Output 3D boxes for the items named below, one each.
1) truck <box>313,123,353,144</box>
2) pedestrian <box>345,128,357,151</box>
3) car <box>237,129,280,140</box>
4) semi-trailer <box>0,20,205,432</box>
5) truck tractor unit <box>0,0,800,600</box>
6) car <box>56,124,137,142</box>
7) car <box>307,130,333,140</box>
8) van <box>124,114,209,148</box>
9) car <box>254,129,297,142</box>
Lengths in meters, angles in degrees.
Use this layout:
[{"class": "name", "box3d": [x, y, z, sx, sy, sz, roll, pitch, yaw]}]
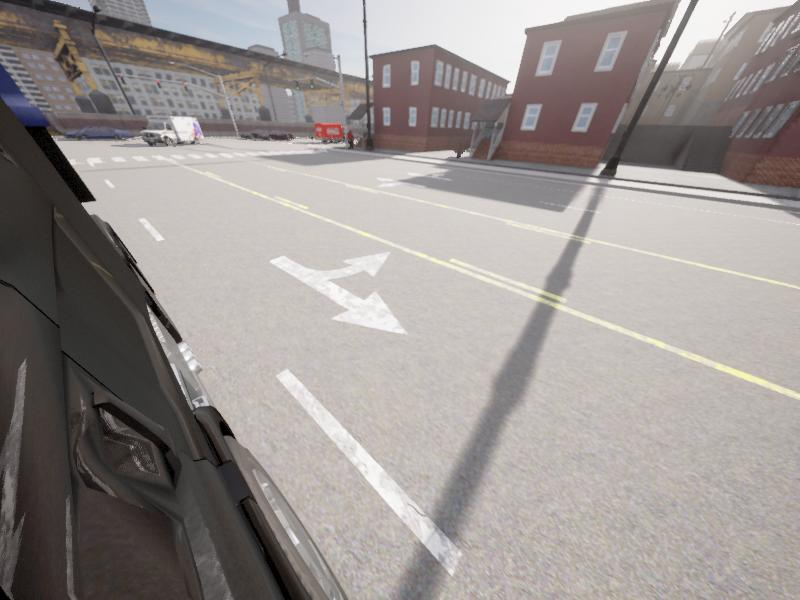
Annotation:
[{"class": "truck", "box3d": [-10.159, -25.607, 35.553, 2.627, 2.467, 5.204, 28, 43, 30]}, {"class": "pedestrian", "box3d": [-4.907, -16.080, 23.187, 0.751, 1.860, 0.751, -28, 46, -34]}, {"class": "car", "box3d": [-22.519, -26.444, 36.940, 2.033, 1.411, 5.357, 28, 43, 30]}, {"class": "semi-trailer", "box3d": [-8.915, -3.424, 4.040, 14.254, 4.402, 2.717, 25, 42, 28]}, {"class": "truck tractor unit", "box3d": [-2.645, -0.295, 0.351, 6.516, 4.208, 3.053, 28, 44, 30]}, {"class": "car", "box3d": [-33.768, -18.725, 25.933, 2.033, 1.411, 5.357, 28, 43, 30]}, {"class": "car", "box3d": [-15.232, -31.431, 44.073, 1.994, 1.385, 4.181, 28, 44, 30]}, {"class": "van", "box3d": [-23.333, -17.306, 23.697, 2.351, 2.431, 6.366, -1, 37, -4]}, {"class": "car", "box3d": [-19.166, -25.498, 35.839, 2.033, 1.411, 5.357, 28, 43, 30]}]
